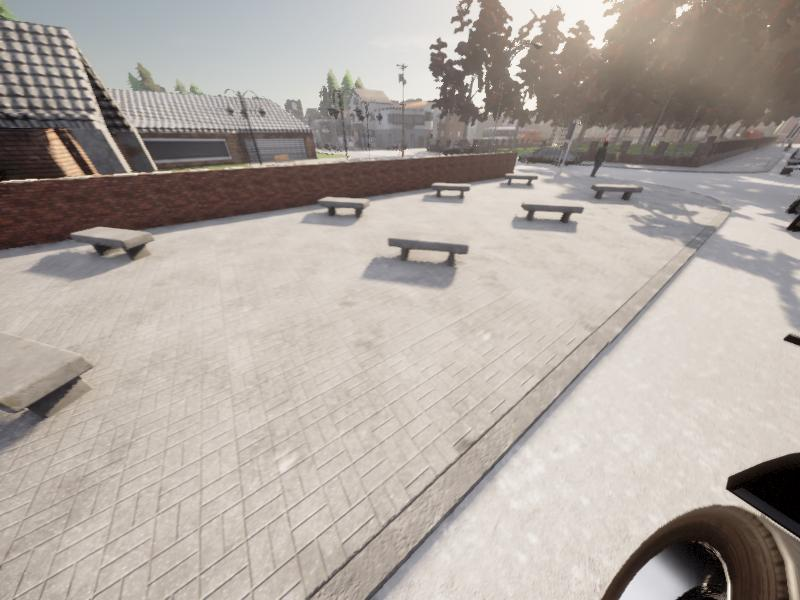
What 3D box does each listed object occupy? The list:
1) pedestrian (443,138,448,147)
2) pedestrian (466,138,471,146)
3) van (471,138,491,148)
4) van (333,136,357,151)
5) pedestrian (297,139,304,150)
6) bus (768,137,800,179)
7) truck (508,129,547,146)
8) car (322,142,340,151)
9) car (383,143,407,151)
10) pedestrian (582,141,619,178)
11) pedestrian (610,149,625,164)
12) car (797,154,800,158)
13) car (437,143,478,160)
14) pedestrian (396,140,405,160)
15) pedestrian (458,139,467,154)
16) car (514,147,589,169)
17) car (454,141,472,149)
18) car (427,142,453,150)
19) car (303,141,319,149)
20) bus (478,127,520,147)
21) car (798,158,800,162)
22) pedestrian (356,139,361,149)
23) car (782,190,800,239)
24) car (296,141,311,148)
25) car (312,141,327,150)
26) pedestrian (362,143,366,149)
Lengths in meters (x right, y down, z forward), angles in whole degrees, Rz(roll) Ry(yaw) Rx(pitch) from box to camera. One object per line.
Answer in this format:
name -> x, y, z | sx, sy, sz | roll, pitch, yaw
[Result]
pedestrian -> 11.644, -40.652, 59.607 | 0.751, 1.860, 0.751 | -23, 41, -29
pedestrian -> 18.449, -42.669, 62.394 | 0.751, 1.860, 0.751 | 27, 44, 33
van -> 19.228, -37.286, 54.884 | 4.442, 1.987, 1.775 | -24, 41, -29
van -> -11.936, -33.916, 49.988 | 2.351, 2.431, 6.366 | -23, 41, -29
pedestrian -> -21.262, -33.284, 49.440 | 0.751, 1.860, 0.751 | -22, 41, -28
bus -> 29.703, -10.673, 15.097 | 10.273, 4.253, 3.944 | -22, 41, -27
truck -> 35.979, -46.096, 65.636 | 8.468, 3.827, 2.891 | 7, 36, 10
car -> -14.773, -32.842, 49.408 | 1.994, 1.385, 4.181 | -22, 41, -28
car -> -1.017, -31.773, 47.839 | 4.718, 1.301, 1.895 | -20, 40, -26
pedestrian -> 12.102, -8.501, 14.005 | 0.751, 1.860, 0.751 | -9, 36, -11
pedestrian -> 20.298, -13.416, 21.579 | 0.500, 1.100, 0.500 | -22, 41, -28
car -> 54.372, -19.579, 30.134 | 5.238, 1.638, 1.930 | -22, 41, -28
car -> 7.127, -18.961, 29.395 | 1.882, 1.535, 5.008 | -22, 41, -28
pedestrian -> 0.061, -16.771, 25.847 | 0.751, 1.860, 0.751 | 28, 44, 34
pedestrian -> 9.271, -22.725, 34.212 | 0.751, 1.860, 0.751 | -23, 41, -29
car -> 13.797, -13.298, 21.435 | 2.033, 1.411, 5.357 | -21, 40, -27
car -> 14.267, -35.129, 52.263 | 3.633, 1.501, 1.845 | -23, 41, -29
car -> 8.482, -32.885, 49.249 | 5.357, 1.411, 2.033 | -21, 40, -27
car -> -22.607, -39.257, 58.472 | 2.163, 1.488, 4.792 | -22, 41, -28
bus -> 26.416, -43.634, 61.859 | 10.273, 4.253, 3.944 | -18, 39, -23
car -> 42.563, -15.020, 23.203 | 3.866, 1.878, 1.905 | -22, 41, -28
pedestrian -> -9.141, -34.620, 51.255 | 0.751, 1.860, 0.751 | -16, 38, -21
car -> 12.946, -2.716, 6.197 | 4.611, 1.667, 2.242 | -23, 42, -29
car -> -26.321, -42.293, 62.808 | 2.163, 1.488, 4.792 | -22, 41, -28
car -> -18.840, -36.226, 54.033 | 1.851, 1.617, 3.988 | -22, 41, -28
pedestrian -> -8.220, -35.033, 52.453 | 0.500, 1.100, 0.500 | -21, 40, -27
